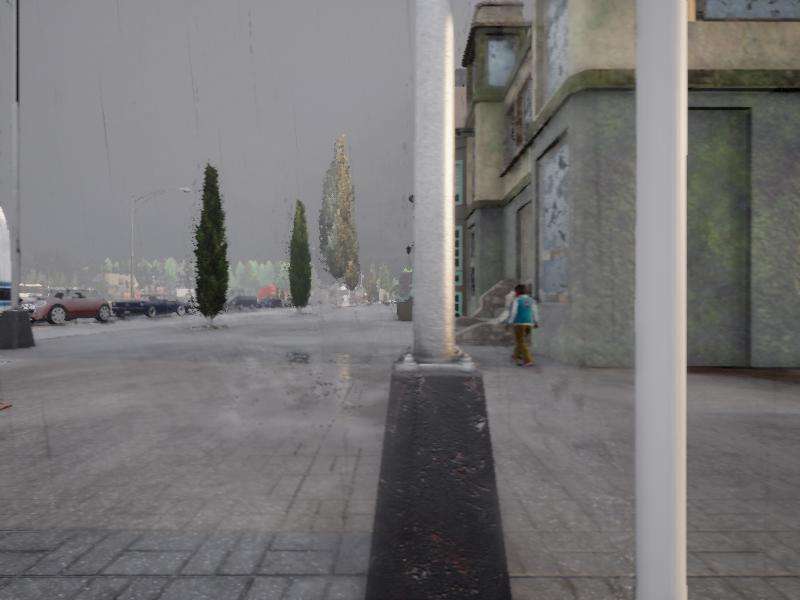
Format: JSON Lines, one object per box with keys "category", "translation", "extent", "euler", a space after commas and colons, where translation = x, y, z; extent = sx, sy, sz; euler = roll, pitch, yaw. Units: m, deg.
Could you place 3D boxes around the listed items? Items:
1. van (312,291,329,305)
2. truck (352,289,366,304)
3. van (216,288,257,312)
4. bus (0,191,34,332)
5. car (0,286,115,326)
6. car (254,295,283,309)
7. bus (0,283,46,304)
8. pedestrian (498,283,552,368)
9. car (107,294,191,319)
{"category": "van", "translation": [-14.432, -0.325, 72.771], "extent": [1.988, 2.561, 5.915], "euler": [0, 0, 0]}
{"category": "truck", "translation": [-10.578, -0.943, 104.882], "extent": [2.891, 3.827, 8.468], "euler": [0, 0, 0]}
{"category": "van", "translation": [-14.244, -0.028, 35.041], "extent": [1.775, 1.987, 4.442], "euler": [0, 0, 0]}
{"category": "bus", "translation": [-13.928, -1.159, 7.997], "extent": [3.944, 4.253, 10.273], "euler": [0, 0, -1]}
{"category": "car", "translation": [-14.163, 0.228, 16.614], "extent": [1.970, 1.475, 3.806], "euler": [0, 0, -1]}
{"category": "car", "translation": [-14.287, 0.229, 43.731], "extent": [1.816, 1.474, 4.193], "euler": [0, 0, 0]}
{"category": "bus", "translation": [-80.054, -1.284, 82.987], "extent": [3.944, 4.253, 10.273], "euler": [0, 0, 0]}
{"category": "pedestrian", "translation": [1.701, 0.330, 5.465], "extent": [0.500, 1.100, 0.500], "euler": [0, 0, -22]}
{"category": "car", "translation": [-14.187, 0.318, 22.979], "extent": [1.895, 1.301, 4.718], "euler": [0, 0, 0]}
